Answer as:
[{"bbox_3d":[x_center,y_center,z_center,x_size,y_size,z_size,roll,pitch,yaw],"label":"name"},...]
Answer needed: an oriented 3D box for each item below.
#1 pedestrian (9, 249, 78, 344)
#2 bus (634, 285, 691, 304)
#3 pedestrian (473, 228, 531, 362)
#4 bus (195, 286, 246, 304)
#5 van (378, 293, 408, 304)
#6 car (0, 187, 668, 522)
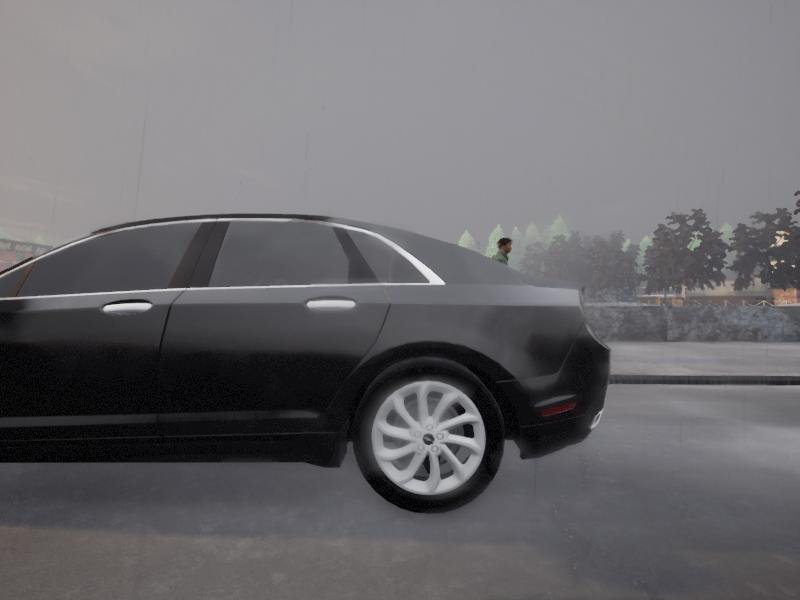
[{"bbox_3d":[-7.315,-0.067,8.240,0.751,1.860,0.751,0,0,2],"label":"pedestrian"},{"bbox_3d":[59.582,-1.139,91.125,10.273,4.253,3.944,0,0,2],"label":"bus"},{"bbox_3d":[1.558,-0.067,6.047,0.751,1.860,0.751,0,0,21],"label":"pedestrian"},{"bbox_3d":[-42.222,-1.139,94.469,10.273,4.253,3.944,0,0,2],"label":"bus"},{"bbox_3d":[-1.523,-0.227,89.249,6.366,2.431,2.351,0,0,2],"label":"van"},{"bbox_3d":[-1.222,0.244,2.779,4.892,1.490,1.837,0,0,2],"label":"car"}]
